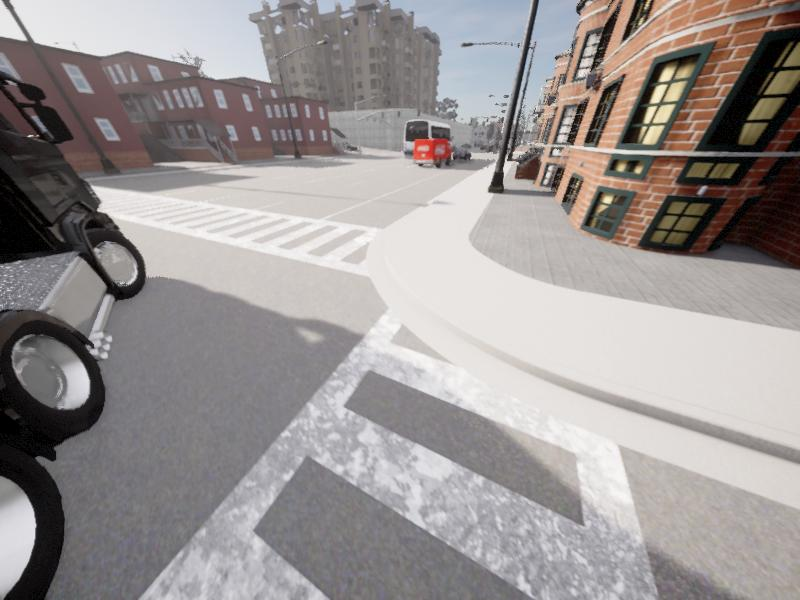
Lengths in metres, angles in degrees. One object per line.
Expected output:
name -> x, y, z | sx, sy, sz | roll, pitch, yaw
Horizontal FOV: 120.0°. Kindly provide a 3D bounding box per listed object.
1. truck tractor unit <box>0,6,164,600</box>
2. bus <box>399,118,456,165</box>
truck tractor unit -> -4.638, -0.609, 1.244 | 3.053, 4.208, 6.516 | -24, 41, -30
bus -> 3.764, -20.341, 29.861 | 3.944, 4.253, 10.273 | 14, 37, 20
